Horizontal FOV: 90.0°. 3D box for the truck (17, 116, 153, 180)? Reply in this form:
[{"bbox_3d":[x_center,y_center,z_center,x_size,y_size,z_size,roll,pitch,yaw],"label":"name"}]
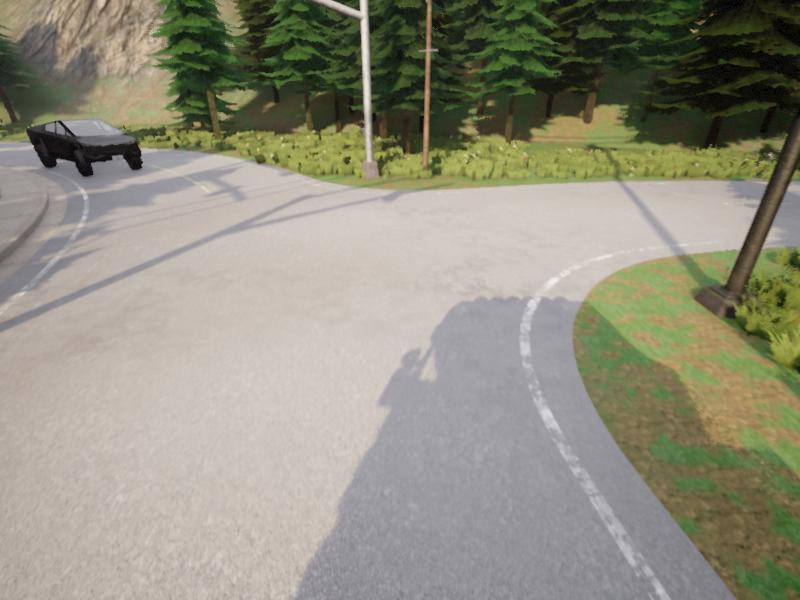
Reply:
[{"bbox_3d":[-14.257,-7.017,18.041,6.274,2.098,2.390,18,32,31],"label":"truck"}]
